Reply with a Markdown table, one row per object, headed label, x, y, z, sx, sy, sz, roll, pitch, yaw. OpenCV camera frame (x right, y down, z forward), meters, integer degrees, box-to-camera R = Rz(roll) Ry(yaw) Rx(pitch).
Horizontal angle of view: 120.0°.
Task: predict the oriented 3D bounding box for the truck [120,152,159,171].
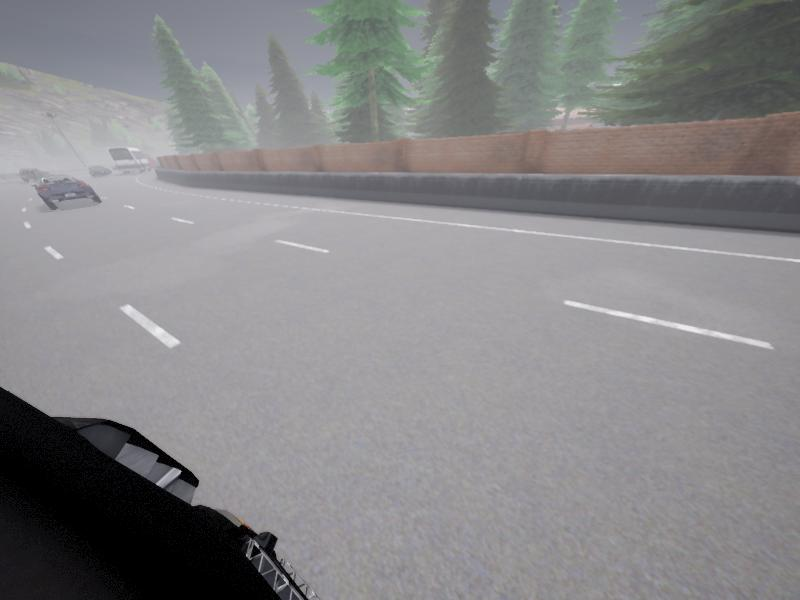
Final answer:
| label | x | y | z | sx | sy | sz | roll | pitch | yaw |
| --- | --- | --- | --- | --- | --- | --- | --- | --- | --- |
| truck | -66.879 | -35.952 | 59.672 | 2.891 | 3.827 | 8.468 | -17 | 36 | -20 |

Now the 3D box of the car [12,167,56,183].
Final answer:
| label | x | y | z | sx | sy | sz | roll | pitch | yaw |
| --- | --- | --- | --- | --- | --- | --- | --- | --- | --- |
| car | -57.295 | -19.701 | 36.303 | 1.932 | 1.855 | 4.605 | -25 | 39 | -29 |

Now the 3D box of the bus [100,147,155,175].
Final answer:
| label | x | y | z | sx | sy | sz | roll | pitch | yaw |
| --- | --- | --- | --- | --- | --- | --- | --- | --- | --- |
| bus | -53.735 | -27.863 | 46.117 | 3.944 | 4.253 | 10.273 | -22 | 38 | -26 |

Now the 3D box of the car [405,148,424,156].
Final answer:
| label | x | y | z | sx | sy | sz | roll | pitch | yaw |
| --- | --- | --- | --- | --- | --- | --- | --- | --- | --- |
| car | 3.585 | -36.491 | 57.037 | 1.812 | 1.442 | 4.674 | -26 | 40 | -31 |

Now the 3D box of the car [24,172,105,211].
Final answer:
| label | x | y | z | sx | sy | sz | roll | pitch | yaw |
| --- | --- | --- | --- | --- | --- | --- | --- | --- | --- |
| car | -21.364 | -7.029 | 14.698 | 5.027 | 1.651 | 2.152 | 20 | 40 | 30 |

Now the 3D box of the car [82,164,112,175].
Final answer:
| label | x | y | z | sx | sy | sz | roll | pitch | yaw |
| --- | --- | --- | --- | --- | --- | --- | --- | --- | --- |
| car | -62.544 | -26.996 | 47.866 | 2.033 | 1.649 | 4.856 | -20 | 37 | -24 |

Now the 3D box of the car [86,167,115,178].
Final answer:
| label | x | y | z | sx | sy | sz | roll | pitch | yaw |
| --- | --- | --- | --- | --- | --- | --- | --- | --- | --- |
| car | -52.209 | -22.340 | 40.377 | 1.895 | 1.301 | 4.718 | -25 | 39 | -29 |
